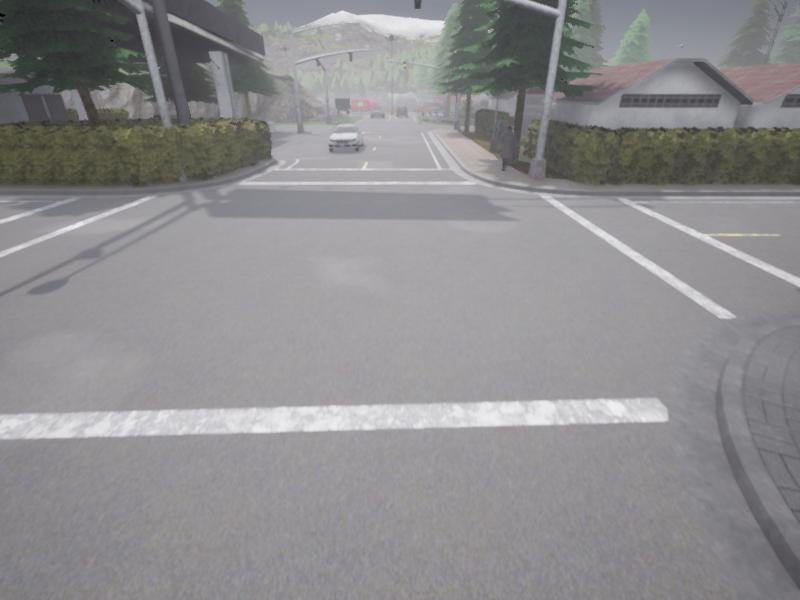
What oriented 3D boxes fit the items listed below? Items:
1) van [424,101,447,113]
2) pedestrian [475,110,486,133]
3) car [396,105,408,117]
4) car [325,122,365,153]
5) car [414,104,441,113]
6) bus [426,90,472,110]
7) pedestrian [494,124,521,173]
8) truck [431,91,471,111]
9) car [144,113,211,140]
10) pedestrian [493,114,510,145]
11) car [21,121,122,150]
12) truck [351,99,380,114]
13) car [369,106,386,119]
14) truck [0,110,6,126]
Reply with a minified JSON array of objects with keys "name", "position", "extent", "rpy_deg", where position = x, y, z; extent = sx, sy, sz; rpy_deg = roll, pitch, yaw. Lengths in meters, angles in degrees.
[{"name":"van","position":[7.170,-38.990,80.790],"extent":[4.442,1.987,1.775],"rpy_deg":[0,27,0]},{"name":"pedestrian","position":[7.066,-15.646,35.086],"extent":[0.751,1.860,0.751],"rpy_deg":[4,27,8]},{"name":"car","position":[0.305,-28.857,61.106],"extent":[1.789,1.549,3.705],"rpy_deg":[0,27,0]},{"name":"car","position":[-3.402,-10.430,25.555],"extent":[1.812,1.442,4.674],"rpy_deg":[-1,27,1]},{"name":"car","position":[5.311,-37.198,77.794],"extent":[5.008,1.535,1.882],"rpy_deg":[0,27,0]},{"name":"bus","position":[11.591,-47.922,95.693],"extent":[10.273,4.253,3.944],"rpy_deg":[0,27,0]},{"name":"pedestrian","position":[4.486,-6.350,16.758],"extent":[0.751,1.860,0.751],"rpy_deg":[1,27,1]},{"name":"truck","position":[11.335,-44.592,89.678],"extent":[8.468,3.827,2.891],"rpy_deg":[0,27,0]},{"name":"car","position":[-17.695,-13.868,31.999],"extent":[3.866,1.878,1.905],"rpy_deg":[0,27,0]},{"name":"pedestrian","position":[6.768,-11.346,26.646],"extent":[0.751,1.860,0.751],"rpy_deg":[0,27,0]},{"name":"car","position":[-22.043,-11.136,27.047],"extent":[4.611,1.667,2.242],"rpy_deg":[0,27,0]},{"name":"truck","position":[-6.360,-36.064,74.565],"extent":[5.204,2.467,2.627],"rpy_deg":[0,27,0]},{"name":"car","position":[-3.211,-27.274,58.052],"extent":[2.038,1.542,4.974],"rpy_deg":[0,27,0]},{"name":"truck","position":[-50.458,-21.562,44.844],"extent":[8.468,3.827,2.891],"rpy_deg":[0,27,1]}]
